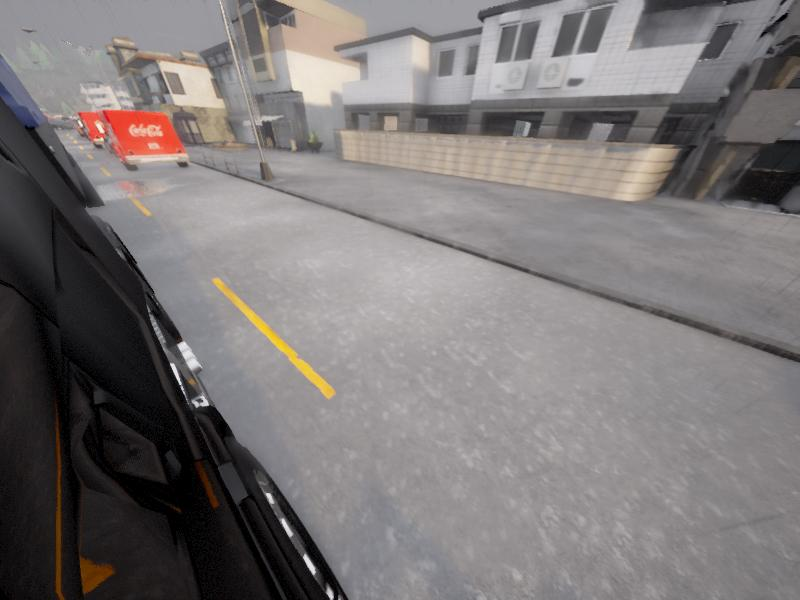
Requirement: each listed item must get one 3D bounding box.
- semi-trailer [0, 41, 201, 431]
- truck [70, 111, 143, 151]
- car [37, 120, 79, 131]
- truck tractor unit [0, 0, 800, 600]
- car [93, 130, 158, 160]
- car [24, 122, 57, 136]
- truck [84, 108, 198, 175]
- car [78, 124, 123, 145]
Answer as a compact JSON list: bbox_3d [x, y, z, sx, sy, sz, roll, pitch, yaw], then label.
[{"bbox_3d":[-8.708,-3.569,4.260,14.254,4.402,2.717,28,43,30],"label":"semi-trailer"},{"bbox_3d":[-25.155,-14.511,19.811,5.204,2.467,2.627,28,43,30],"label":"truck"},{"bbox_3d":[-60.696,-31.046,41.067,4.892,1.490,1.837,9,38,9],"label":"car"},{"bbox_3d":[-2.645,-0.295,0.352,6.516,4.208,3.053,28,44,30],"label":"truck tractor unit"},{"bbox_3d":[-19.637,-11.168,16.500,5.357,1.411,2.033,28,43,30],"label":"car"},{"bbox_3d":[-47.612,-22.721,30.682,4.718,1.301,1.895,28,43,30],"label":"car"},{"bbox_3d":[-13.847,-8.567,12.390,5.204,2.467,2.627,28,43,30],"label":"truck"},{"bbox_3d":[-31.071,-17.231,23.965,4.974,1.542,2.038,28,43,30],"label":"car"}]
